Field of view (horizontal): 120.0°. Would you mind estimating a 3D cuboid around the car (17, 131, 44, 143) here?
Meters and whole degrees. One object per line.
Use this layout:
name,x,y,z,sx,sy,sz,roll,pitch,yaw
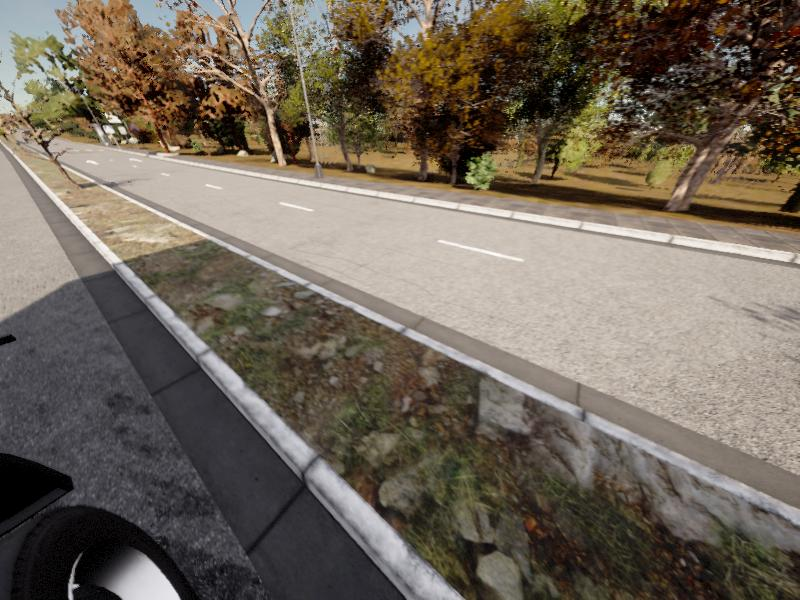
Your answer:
car,-72.791,-32.153,45.518,4.856,1.649,2.033,23,41,27
